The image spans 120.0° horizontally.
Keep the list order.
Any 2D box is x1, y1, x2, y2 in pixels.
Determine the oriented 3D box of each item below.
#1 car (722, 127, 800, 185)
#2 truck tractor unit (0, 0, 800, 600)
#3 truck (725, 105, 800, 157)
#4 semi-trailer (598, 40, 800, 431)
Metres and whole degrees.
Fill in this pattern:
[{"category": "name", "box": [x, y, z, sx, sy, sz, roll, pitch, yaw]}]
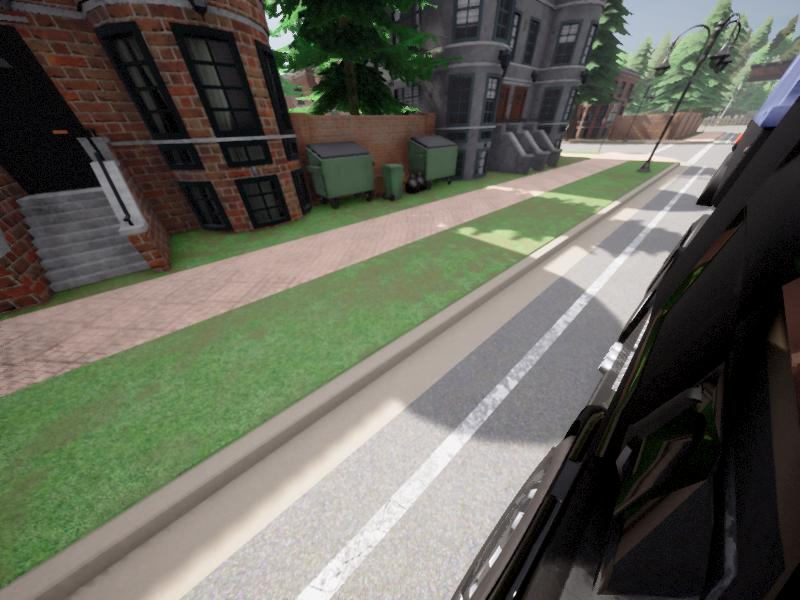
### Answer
[{"category": "car", "box": [16.106, -6.336, 9.906, 5.238, 1.638, 1.930, -28, 43, -30]}, {"category": "truck tractor unit", "box": [2.645, -0.295, 0.351, 6.516, 4.208, 3.053, -28, 44, -30]}, {"category": "truck", "box": [24.666, -11.197, 15.274, 5.204, 2.467, 2.627, -28, 43, -30]}, {"category": "semi-trailer", "box": [8.698, -3.587, 4.255, 14.254, 4.402, 2.717, -28, 44, -30]}]
